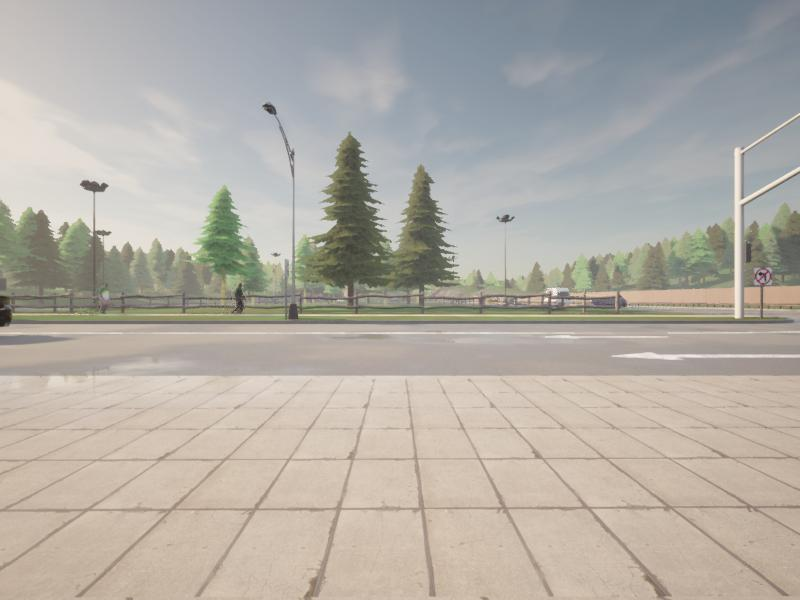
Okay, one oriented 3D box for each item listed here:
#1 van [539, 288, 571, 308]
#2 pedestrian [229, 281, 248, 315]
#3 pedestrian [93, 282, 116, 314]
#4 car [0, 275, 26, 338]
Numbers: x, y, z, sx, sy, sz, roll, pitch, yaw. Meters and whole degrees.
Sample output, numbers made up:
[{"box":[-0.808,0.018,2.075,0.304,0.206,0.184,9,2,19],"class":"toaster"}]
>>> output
[{"box":[21.211,-0.278,55.092,1.988,2.561,5.915,0,0,-1],"class":"van"},{"box":[-9.037,-0.115,22.397,0.751,1.860,0.751,0,0,4],"class":"pedestrian"},{"box":[-17.009,-0.115,23.006,0.751,1.860,0.751,0,0,3],"class":"pedestrian"},{"box":[-13.033,0.171,10.176,5.238,1.638,1.930,0,0,0],"class":"car"}]
